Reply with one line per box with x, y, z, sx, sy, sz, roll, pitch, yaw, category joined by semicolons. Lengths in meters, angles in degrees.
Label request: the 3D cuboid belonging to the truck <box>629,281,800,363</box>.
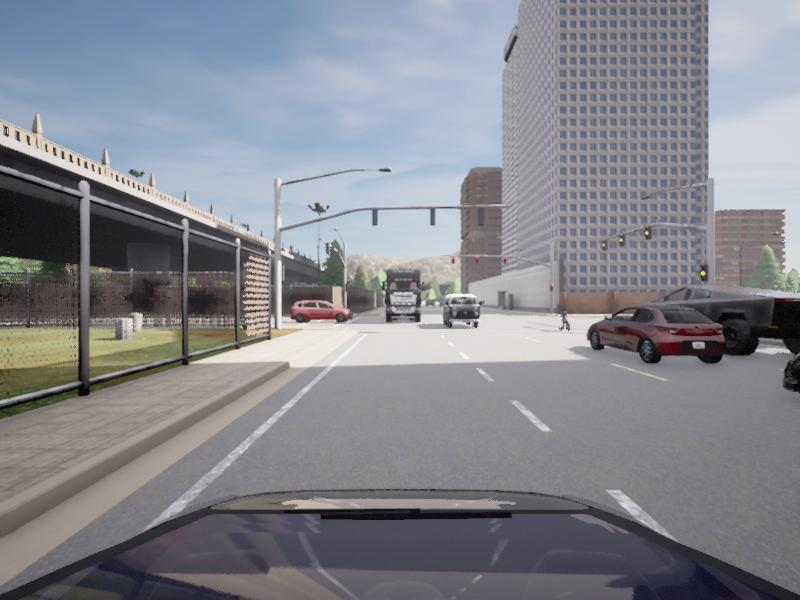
10.613;0.567;13.319;2.390;2.098;6.274;0;0;0;truck

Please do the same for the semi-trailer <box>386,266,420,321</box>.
0.318;-0.531;39.005;2.717;4.402;14.254;0;0;0;semi-trailer

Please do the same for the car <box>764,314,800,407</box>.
7.052;0.917;4.550;1.994;1.385;4.181;0;0;-1;car

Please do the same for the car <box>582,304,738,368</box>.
7.097;0.876;11.549;1.816;1.474;4.193;0;0;0;car

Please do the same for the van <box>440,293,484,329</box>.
3.697;0.650;24.639;2.069;2.038;4.480;0;-1;0;van

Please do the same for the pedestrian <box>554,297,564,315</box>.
16.594;0.605;41.787;0.751;1.860;0.751;0;0;6;pedestrian

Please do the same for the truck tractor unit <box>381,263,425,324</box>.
0.264;-0.440;31.093;3.053;4.208;6.516;0;0;0;truck tractor unit

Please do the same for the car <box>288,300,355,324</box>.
-5.801;0.855;30.012;4.611;1.667;2.242;0;0;0;car

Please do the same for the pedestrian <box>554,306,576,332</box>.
8.575;0.972;20.808;0.751;1.300;0.751;0;0;-15;pedestrian
